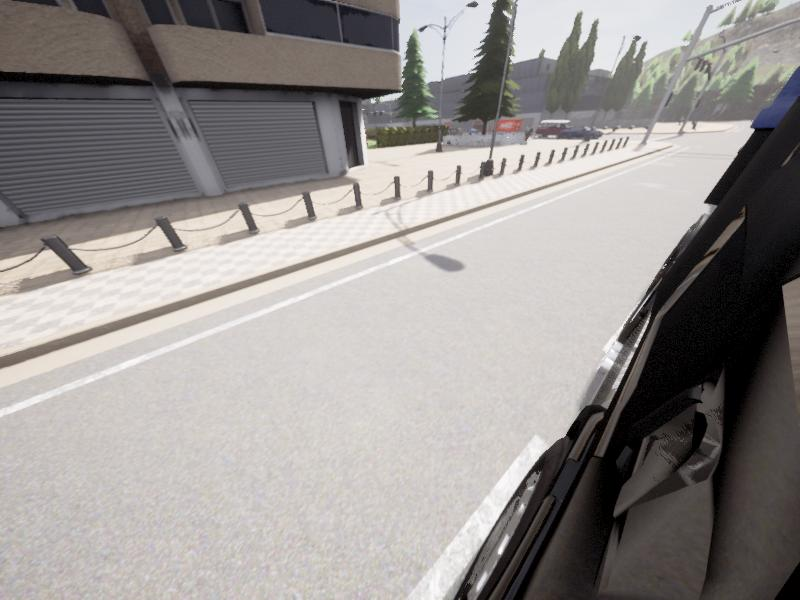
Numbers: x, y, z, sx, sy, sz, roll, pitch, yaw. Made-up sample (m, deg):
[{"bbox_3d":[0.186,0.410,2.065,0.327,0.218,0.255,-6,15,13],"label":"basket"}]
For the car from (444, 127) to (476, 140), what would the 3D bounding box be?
[{"bbox_3d":[10.285,-28.911,40.110,2.152,1.651,5.027,-26,43,-28],"label":"car"}]

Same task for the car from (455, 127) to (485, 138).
[{"bbox_3d":[12.650,-30.553,42.211,1.882,1.535,5.008,-26,43,-28],"label":"car"}]

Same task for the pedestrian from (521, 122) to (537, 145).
[{"bbox_3d":[13.000,-16.857,23.393,0.751,1.860,0.751,30,47,35],"label":"pedestrian"}]

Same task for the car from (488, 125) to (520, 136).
[{"bbox_3d":[19.642,-32.216,43.934,1.801,1.575,5.366,-26,43,-28],"label":"car"}]

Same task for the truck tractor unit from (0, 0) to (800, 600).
[{"bbox_3d":[2.645,-0.295,0.351,6.516,4.208,3.053,-28,44,-30],"label":"truck tractor unit"}]

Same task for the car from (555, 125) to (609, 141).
[{"bbox_3d":[21.758,-20.142,27.842,1.812,1.442,4.674,-25,42,-27],"label":"car"}]

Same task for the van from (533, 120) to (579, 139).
[{"bbox_3d":[21.693,-23.929,32.383,2.069,2.038,4.480,-26,44,-28],"label":"van"}]

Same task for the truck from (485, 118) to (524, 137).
[{"bbox_3d":[18.222,-30.173,40.561,2.627,2.467,5.204,-26,43,-28],"label":"truck"}]

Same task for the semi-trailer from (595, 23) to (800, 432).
[{"bbox_3d":[8.844,-3.508,4.068,14.254,4.402,2.717,-26,43,-28],"label":"semi-trailer"}]
